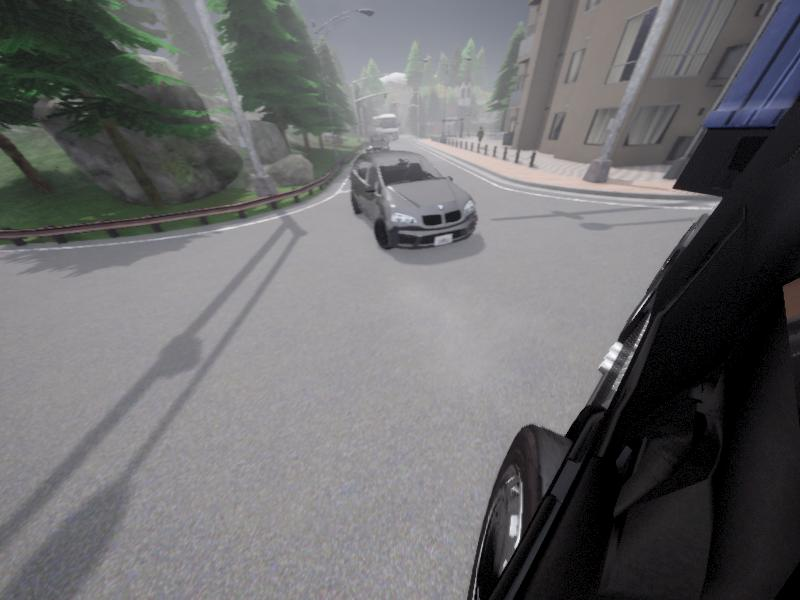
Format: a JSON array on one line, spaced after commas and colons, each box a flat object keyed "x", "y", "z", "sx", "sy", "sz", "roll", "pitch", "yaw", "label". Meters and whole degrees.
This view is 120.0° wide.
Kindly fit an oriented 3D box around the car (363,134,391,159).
[{"x": -2.135, "y": -14.769, "z": 22.140, "sx": 2.242, "sy": 1.667, "sz": 4.611, "roll": -4, "pitch": 37, "yaw": -1, "label": "car"}]

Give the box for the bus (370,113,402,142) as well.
[{"x": -3.089, "y": -35.289, "z": 47.414, "sx": 3.944, "sy": 4.253, "sz": 10.273, "roll": -12, "pitch": 38, "yaw": -11, "label": "bus"}]

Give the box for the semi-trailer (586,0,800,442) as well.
[{"x": 9.843, "y": -2.370, "z": 2.495, "sx": 14.254, "sy": 4.402, "sz": 2.717, "roll": -12, "pitch": 38, "yaw": -12, "label": "semi-trailer"}]

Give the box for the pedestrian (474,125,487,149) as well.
[{"x": 7.706, "y": -15.614, "z": 22.144, "sx": 0.751, "sy": 1.860, "sz": 0.751, "roll": 0, "pitch": 37, "yaw": 3, "label": "pedestrian"}]

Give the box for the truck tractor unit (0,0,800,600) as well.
[{"x": 2.645, "y": -0.295, "z": 0.351, "sx": 6.516, "sy": 4.208, "sz": 3.053, "roll": -28, "pitch": 44, "yaw": -30, "label": "truck tractor unit"}]

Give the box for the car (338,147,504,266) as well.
[{"x": 0.027, "y": -2.882, "z": 6.125, "sx": 2.242, "sy": 1.667, "sz": 4.611, "roll": -15, "pitch": 38, "yaw": -16, "label": "car"}]
